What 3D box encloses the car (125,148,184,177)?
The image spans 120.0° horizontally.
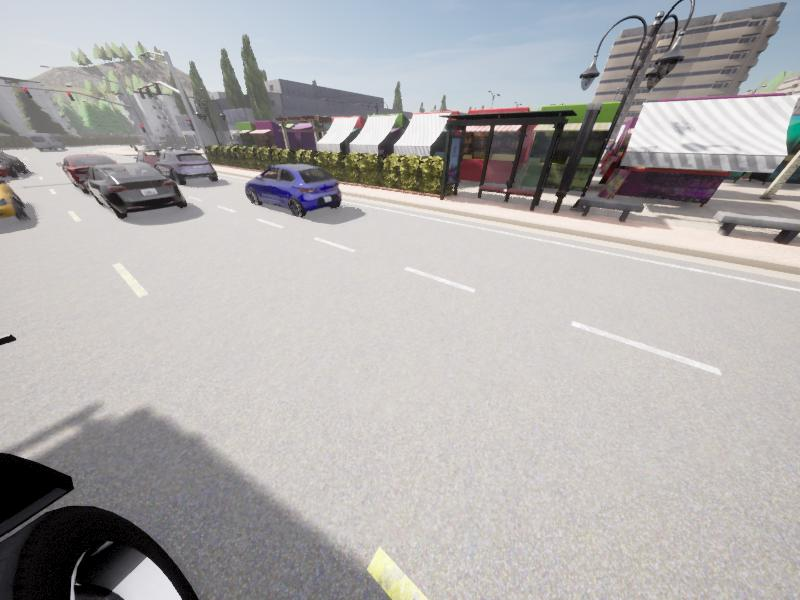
[{"bbox_3d":[-17.702,-10.006,16.663,3.633,1.501,1.845,25,42,31],"label":"car"}]

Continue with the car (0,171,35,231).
[{"bbox_3d":[-13.858,-3.399,7.272,5.366,1.575,1.801,23,41,28],"label":"car"}]

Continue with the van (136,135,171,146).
[{"bbox_3d":[-68.219,-44.217,64.077,2.351,2.431,6.366,4,35,5],"label":"van"}]

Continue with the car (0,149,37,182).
[{"bbox_3d":[-25.842,-8.526,14.551,2.163,1.488,4.792,-29,45,-35],"label":"car"}]

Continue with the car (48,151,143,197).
[{"bbox_3d":[-15.545,-6.563,11.786,5.008,1.535,1.882,23,41,28],"label":"car"}]

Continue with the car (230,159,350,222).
[{"bbox_3d":[-4.100,-4.263,8.654,4.193,1.474,1.816,22,41,28],"label":"car"}]

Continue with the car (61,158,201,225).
[{"bbox_3d":[-9.979,-4.236,8.571,4.792,1.488,2.163,22,41,28],"label":"car"}]

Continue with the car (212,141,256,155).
[{"bbox_3d":[-26.006,-23.994,36.375,2.152,1.651,5.027,24,41,29],"label":"car"}]

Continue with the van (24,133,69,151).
[{"bbox_3d":[-64.004,-28.731,42.007,1.988,2.561,5.915,-20,40,-26],"label":"van"}]

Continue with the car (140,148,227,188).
[{"bbox_3d":[-12.863,-7.965,13.715,4.856,1.649,2.033,23,41,28],"label":"car"}]

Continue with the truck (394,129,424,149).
[{"bbox_3d":[2.292,-39.688,56.919,2.891,3.827,8.468,23,41,29],"label":"truck"}]
